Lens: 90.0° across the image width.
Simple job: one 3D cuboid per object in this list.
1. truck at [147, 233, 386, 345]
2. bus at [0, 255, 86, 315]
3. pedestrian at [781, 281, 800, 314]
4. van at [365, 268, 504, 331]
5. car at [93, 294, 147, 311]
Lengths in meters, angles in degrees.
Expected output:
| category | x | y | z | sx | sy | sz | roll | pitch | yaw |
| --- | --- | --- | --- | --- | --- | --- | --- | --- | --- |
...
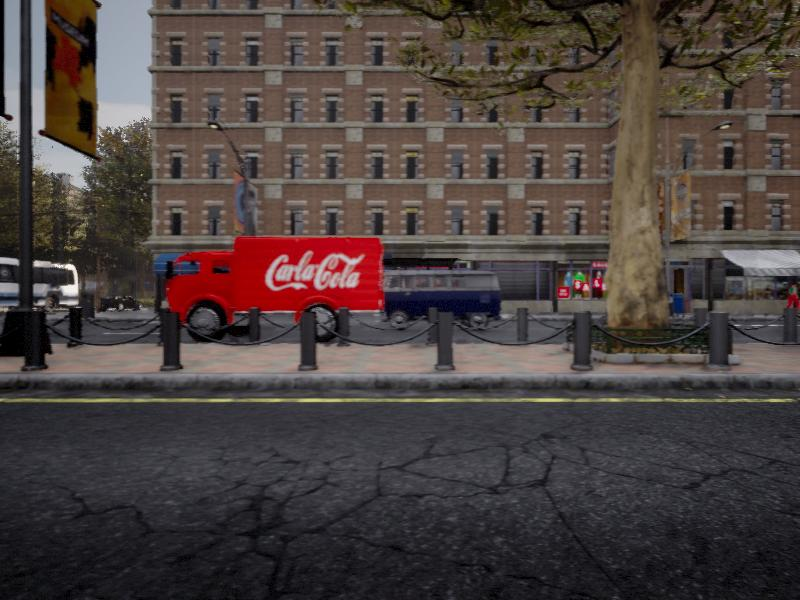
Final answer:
| category | x | y | z | sx | sy | sz | roll | pitch | yaw |
| --- | --- | --- | --- | --- | --- | --- | --- | --- | --- |
| truck | -3.008 | -0.244 | 10.194 | 5.204 | 2.467 | 2.627 | 0 | 0 | 0 |
| bus | -30.408 | -1.116 | 31.154 | 3.944 | 4.253 | 10.273 | 0 | 0 | -1 |
| pedestrian | 22.153 | -0.129 | 22.516 | 0.751 | 1.860 | 0.751 | 0 | 0 | 3 |
| van | 1.104 | -0.004 | 13.696 | 4.442 | 1.987 | 1.775 | 0 | 0 | 0 |
| car | -27.153 | 0.261 | 39.000 | 1.837 | 1.490 | 4.892 | 0 | -1 | -1 |
